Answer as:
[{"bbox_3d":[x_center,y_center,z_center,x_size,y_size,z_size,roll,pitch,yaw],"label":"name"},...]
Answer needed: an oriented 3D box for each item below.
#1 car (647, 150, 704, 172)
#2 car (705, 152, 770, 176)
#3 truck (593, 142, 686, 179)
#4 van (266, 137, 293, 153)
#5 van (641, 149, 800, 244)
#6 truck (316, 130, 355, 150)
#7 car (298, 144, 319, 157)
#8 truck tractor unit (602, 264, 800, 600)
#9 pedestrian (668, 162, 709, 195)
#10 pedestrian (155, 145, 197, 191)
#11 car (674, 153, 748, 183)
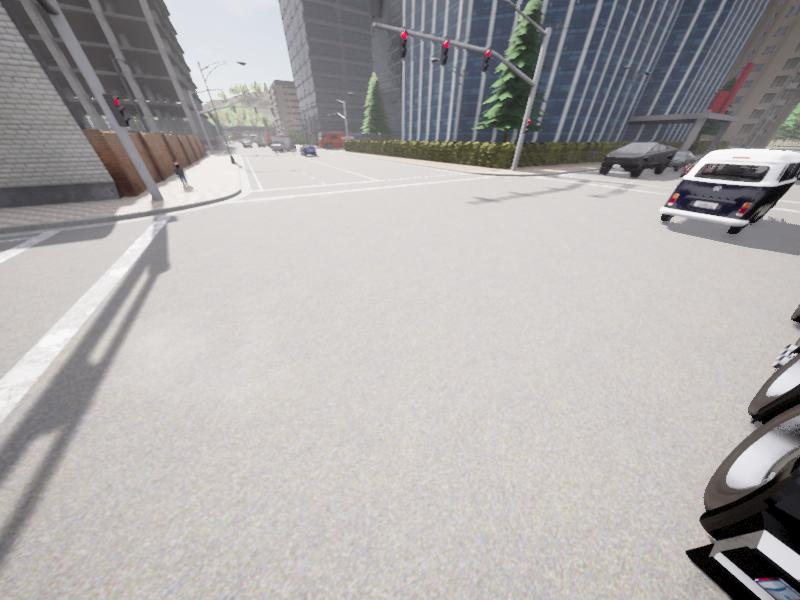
[{"bbox_3d":[24.790,-12.581,20.791,4.674,1.442,1.812,-18,39,-24],"label":"car"},{"bbox_3d":[27.343,-11.078,18.719,4.181,1.385,1.994,-19,39,-25],"label":"car"},{"bbox_3d":[17.978,-10.615,17.381,6.274,2.098,2.390,-18,39,-24],"label":"truck"},{"bbox_3d":[-23.494,-30.458,45.381,2.351,2.431,6.366,-3,35,-4],"label":"van"},{"bbox_3d":[10.346,-3.436,7.173,4.480,2.038,2.069,-17,39,-25],"label":"van"},{"bbox_3d":[-15.891,-39.840,57.601,8.468,3.827,2.891,-19,39,-25],"label":"truck"},{"bbox_3d":[-14.399,-23.468,36.213,2.007,1.525,4.514,-17,39,-23],"label":"car"},{"bbox_3d":[5.107,-0.305,0.779,6.516,4.208,3.053,-18,39,-24],"label":"truck tractor unit"},{"bbox_3d":[14.362,-6.086,11.561,0.751,1.300,0.751,30,45,35],"label":"pedestrian"},{"bbox_3d":[-10.773,-6.389,11.212,0.751,1.860,0.751,-21,40,-28],"label":"pedestrian"},{"bbox_3d":[21.281,-9.128,15.812,4.193,1.474,1.816,-18,39,-24],"label":"car"}]
